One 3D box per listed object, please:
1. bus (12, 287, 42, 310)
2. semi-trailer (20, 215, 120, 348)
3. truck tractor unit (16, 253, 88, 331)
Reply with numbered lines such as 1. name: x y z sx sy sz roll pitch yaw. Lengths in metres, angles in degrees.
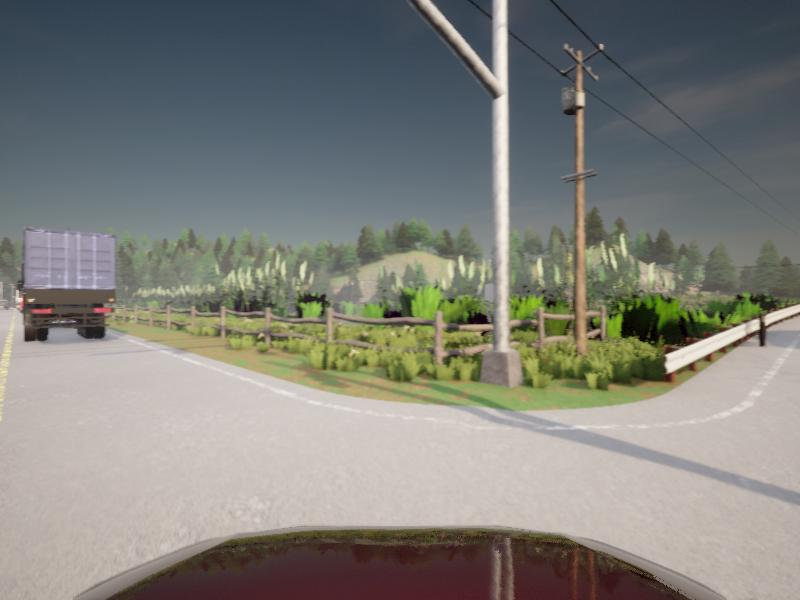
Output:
1. bus: -72.786 -0.205 78.001 3.944 4.253 10.273 0 0 -44
2. semi-trailer: -16.468 -0.569 19.349 2.717 4.402 14.254 0 0 -43
3. truck tractor unit: -21.919 -0.443 25.088 3.053 4.208 6.516 -1 1 -44
